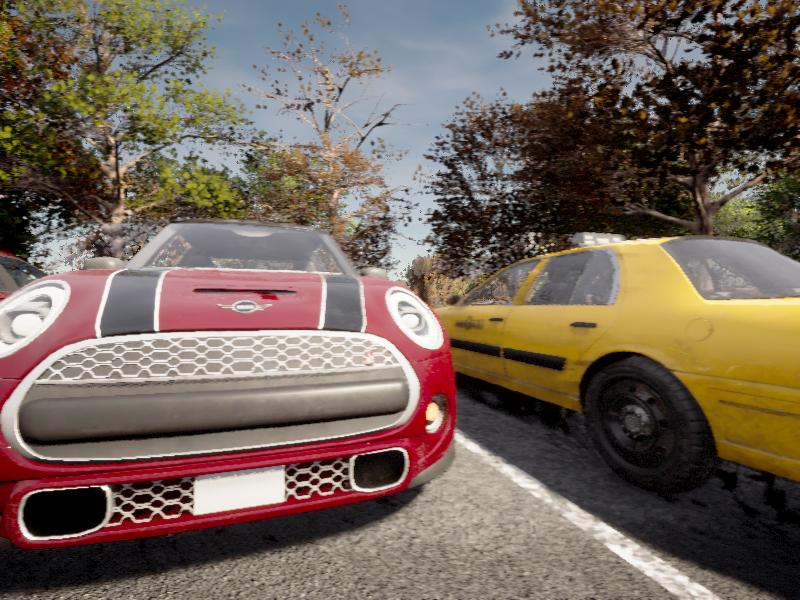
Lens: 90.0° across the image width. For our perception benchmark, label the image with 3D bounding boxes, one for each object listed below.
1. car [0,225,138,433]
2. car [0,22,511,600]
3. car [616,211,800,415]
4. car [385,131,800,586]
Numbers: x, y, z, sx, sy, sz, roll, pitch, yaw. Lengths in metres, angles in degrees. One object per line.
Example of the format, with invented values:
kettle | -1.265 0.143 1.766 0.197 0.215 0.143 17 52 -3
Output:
car | -4.256 0.224 3.520 2.097 1.535 5.008 0 -1 -19
car | -1.300 0.102 3.532 2.185 1.767 4.553 1 -1 -19
car | 4.637 0.106 3.469 2.185 1.767 4.553 0 -1 -20
car | 1.602 0.229 3.663 1.946 1.575 5.366 0 -1 -20
